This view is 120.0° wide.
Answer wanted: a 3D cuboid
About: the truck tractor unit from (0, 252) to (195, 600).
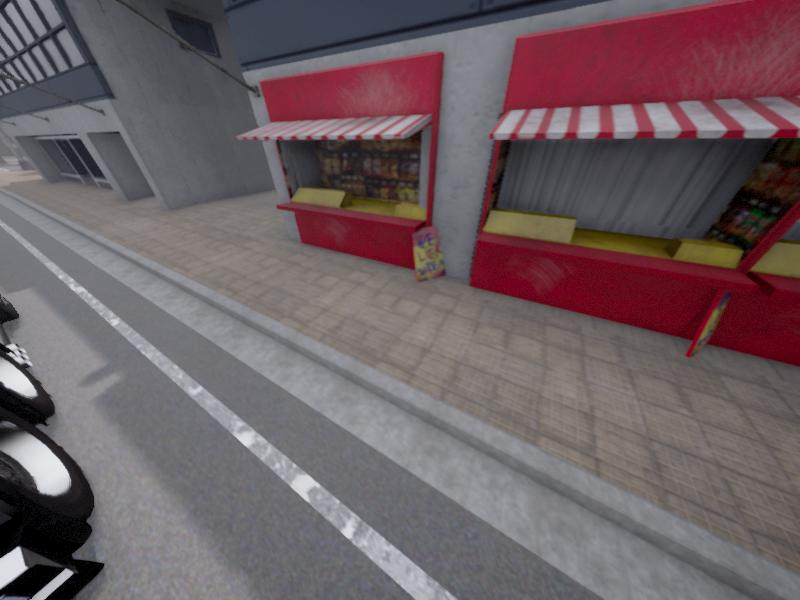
[{"bbox_3d":[-5.091,-0.320,0.807,6.516,4.208,3.053,19,39,25],"label":"truck tractor unit"}]
